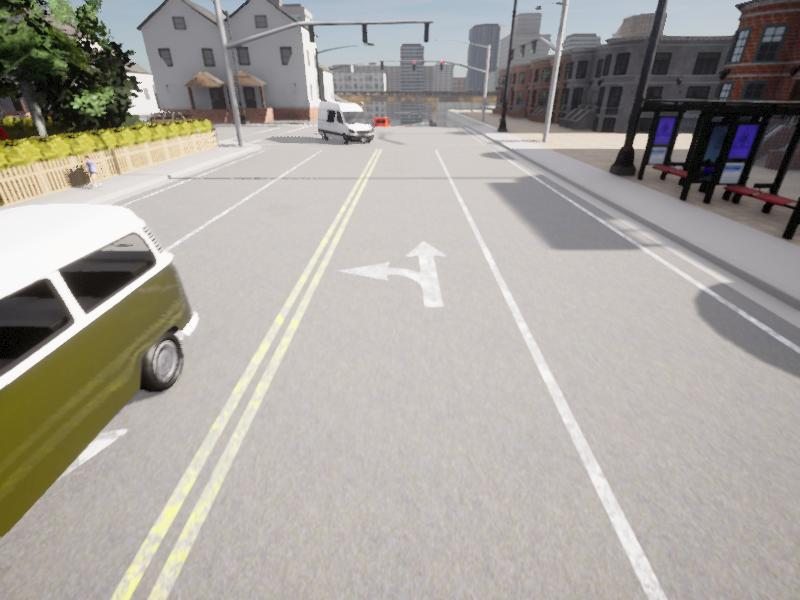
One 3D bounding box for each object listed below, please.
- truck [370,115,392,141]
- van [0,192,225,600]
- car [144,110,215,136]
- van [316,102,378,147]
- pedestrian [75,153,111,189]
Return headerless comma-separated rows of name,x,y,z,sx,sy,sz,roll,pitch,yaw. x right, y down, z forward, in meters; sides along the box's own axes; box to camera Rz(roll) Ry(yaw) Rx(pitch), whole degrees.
truck,-2.477,-23.313,54.320,2.627,2.467,5.204,0,15,1
van,-3.499,0.683,3.091,2.069,2.038,4.480,0,27,1
car,-18.677,-15.096,34.110,4.605,1.855,1.932,1,27,1
van,-3.867,-12.507,28.272,1.988,2.561,5.915,-14,30,-28
pedestrian,-10.573,-4.452,13.787,0.500,1.100,0.500,1,27,3
